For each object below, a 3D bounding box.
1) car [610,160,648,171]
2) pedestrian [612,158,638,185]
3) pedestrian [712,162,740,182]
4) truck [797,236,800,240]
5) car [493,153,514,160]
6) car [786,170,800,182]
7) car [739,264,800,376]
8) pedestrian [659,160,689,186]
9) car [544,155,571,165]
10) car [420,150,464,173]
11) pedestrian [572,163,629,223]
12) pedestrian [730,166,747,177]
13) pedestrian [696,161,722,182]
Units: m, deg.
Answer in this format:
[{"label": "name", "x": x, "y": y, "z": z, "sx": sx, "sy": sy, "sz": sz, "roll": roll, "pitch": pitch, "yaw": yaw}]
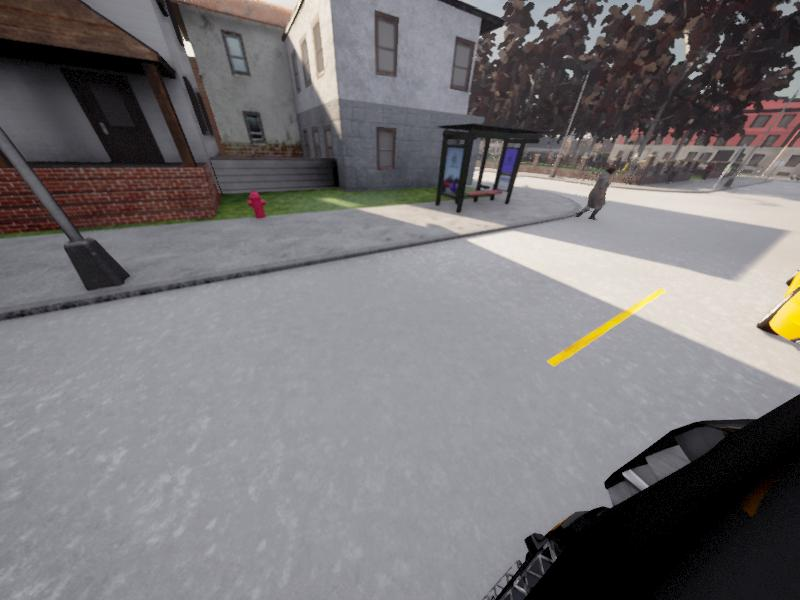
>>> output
[{"label": "car", "x": 46.451, "y": -27.413, "z": 47.018, "sx": 2.128, "sy": 1.511, "sz": 4.902, "roll": -16, "pitch": 38, "yaw": -26}, {"label": "pedestrian", "x": 18.714, "y": -10.725, "z": 19.236, "sx": 0.751, "sy": 1.860, "sz": 0.751, "roll": -26, "pitch": 43, "yaw": -36}, {"label": "pedestrian", "x": 35.016, "y": -13.748, "z": 24.832, "sx": 0.751, "sy": 1.860, "sz": 0.751, "roll": -11, "pitch": 36, "yaw": -20}, {"label": "truck", "x": 16.888, "y": -3.143, "z": 7.797, "sx": 6.274, "sy": 2.098, "sz": 2.390, "roll": -16, "pitch": 38, "yaw": -26}, {"label": "car", "x": 30.852, "y": -42.869, "z": 69.122, "sx": 2.033, "sy": 1.411, "sz": 5.357, "roll": -16, "pitch": 38, "yaw": -26}, {"label": "car", "x": 60.462, "y": -18.009, "z": 33.774, "sx": 1.789, "sy": 1.549, "sz": 3.705, "roll": -16, "pitch": 38, "yaw": -26}, {"label": "car", "x": 7.293, "y": -0.121, "z": 3.149, "sx": 5.008, "sy": 1.535, "sz": 1.882, "roll": -16, "pitch": 38, "yaw": -26}, {"label": "pedestrian", "x": 23.455, "y": -10.882, "z": 19.785, "sx": 0.751, "sy": 1.860, "sz": 0.751, "roll": -18, "pitch": 39, "yaw": -27}, {"label": "car", "x": 39.064, "y": -34.826, "z": 57.434, "sx": 1.930, "sy": 1.638, "sz": 5.238, "roll": -16, "pitch": 38, "yaw": -26}, {"label": "car", "x": 4.349, "y": -14.831, "z": 24.637, "sx": 1.932, "sy": 1.855, "sz": 4.605, "roll": -16, "pitch": 38, "yaw": -26}, {"label": "pedestrian", "x": 7.269, "y": -3.914, "z": 8.484, "sx": 0.751, "sy": 1.860, "sz": 0.751, "roll": 14, "pitch": 35, "yaw": 16}, {"label": "pedestrian", "x": 49.663, "y": -18.825, "z": 33.896, "sx": 0.751, "sy": 1.300, "sz": 0.751, "roll": -13, "pitch": 37, "yaw": -22}, {"label": "pedestrian", "x": 33.204, "y": -13.842, "z": 24.854, "sx": 0.751, "sy": 1.860, "sz": 0.751, "roll": -16, "pitch": 38, "yaw": -26}]
